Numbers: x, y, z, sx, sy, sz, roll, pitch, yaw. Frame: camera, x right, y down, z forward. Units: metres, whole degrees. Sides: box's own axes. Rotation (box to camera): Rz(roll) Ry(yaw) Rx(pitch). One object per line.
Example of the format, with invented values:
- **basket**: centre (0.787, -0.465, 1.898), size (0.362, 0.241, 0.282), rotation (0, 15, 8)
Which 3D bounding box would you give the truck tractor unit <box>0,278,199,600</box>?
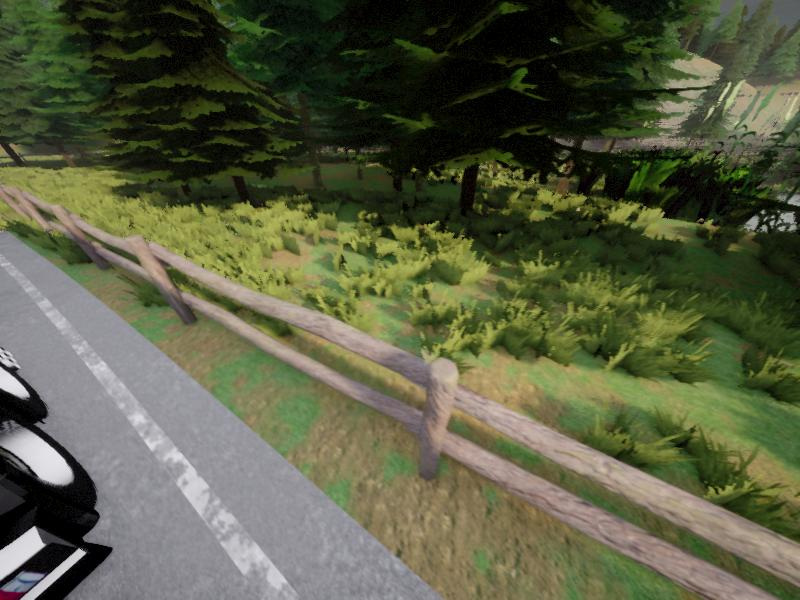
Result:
- **truck tractor unit**: centre (-5.133, -0.278, 0.744), size (6.516, 4.208, 3.053), rotation (17, 39, 23)
